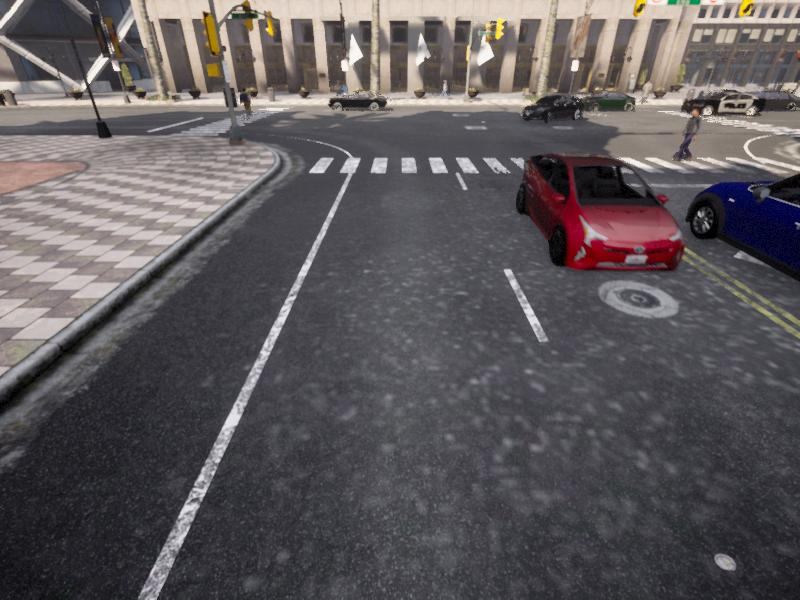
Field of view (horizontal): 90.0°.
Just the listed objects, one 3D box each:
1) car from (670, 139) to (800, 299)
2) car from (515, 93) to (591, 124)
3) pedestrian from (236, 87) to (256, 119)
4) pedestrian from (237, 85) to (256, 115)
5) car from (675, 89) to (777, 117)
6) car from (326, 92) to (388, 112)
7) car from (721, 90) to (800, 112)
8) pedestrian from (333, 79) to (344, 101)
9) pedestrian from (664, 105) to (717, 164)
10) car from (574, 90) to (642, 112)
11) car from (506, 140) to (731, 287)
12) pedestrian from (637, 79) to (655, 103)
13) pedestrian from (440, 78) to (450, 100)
[{"bbox_3d":[7.074,-1.330,6.524,2.097,1.767,4.553,0,30,0],"label":"car"},{"bbox_3d":[9.840,-12.342,25.697,4.892,1.490,1.837,-19,34,-30],"label":"car"},{"bbox_3d":[-10.125,-12.984,26.389,0.751,1.860,0.751,-2,30,-3],"label":"pedestrian"},{"bbox_3d":[-10.919,-14.233,28.528,0.751,1.860,0.751,0,30,1],"label":"pedestrian"},{"bbox_3d":[23.084,-14.088,28.541,5.238,1.638,1.930,0,30,0],"label":"car"},{"bbox_3d":[-3.334,-15.798,31.818,4.718,1.301,1.895,0,30,0],"label":"car"},{"bbox_3d":[29.005,-15.725,31.591,5.357,1.411,2.033,0,30,0],"label":"car"},{"bbox_3d":[-5.943,-20.350,38.710,0.751,1.860,0.751,-12,32,-20],"label":"pedestrian"},{"bbox_3d":[10.265,-5.875,14.200,0.751,1.860,0.751,1,30,2],"label":"pedestrian"},{"bbox_3d":[16.358,-15.759,31.675,4.181,1.385,1.994,0,30,0],"label":"car"},{"bbox_3d":[3.689,-2.016,7.966,2.007,1.525,4.514,1,30,1],"label":"car"},{"bbox_3d":[22.166,-18.770,35.998,0.751,1.860,0.751,24,38,35],"label":"pedestrian"},{"bbox_3d":[4.429,-20.614,39.160,0.751,1.860,0.751,-1,30,-2],"label":"pedestrian"}]
